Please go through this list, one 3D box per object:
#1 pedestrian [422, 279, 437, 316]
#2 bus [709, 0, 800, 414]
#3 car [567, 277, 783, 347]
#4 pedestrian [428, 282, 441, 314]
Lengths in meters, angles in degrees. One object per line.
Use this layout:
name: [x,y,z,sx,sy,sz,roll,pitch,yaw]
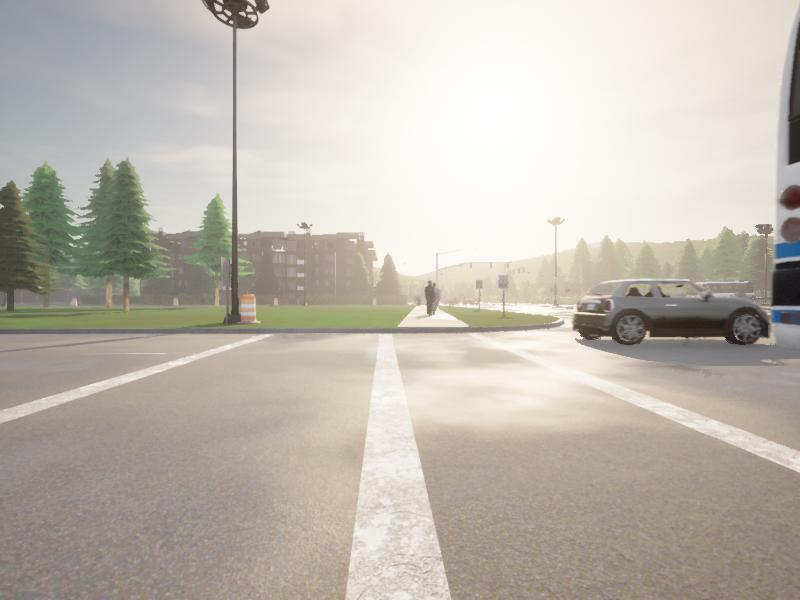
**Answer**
pedestrian: [1.526,-0.115,20.445,0.751,1.860,0.751,0,0,5]
bus: [8.666,-1.133,2.678,10.273,4.253,3.944,0,0,-2]
car: [6.269,0.253,9.487,3.806,1.475,1.970,0,0,-2]
pedestrian: [1.995,-0.115,23.140,0.751,1.860,0.751,0,0,2]
